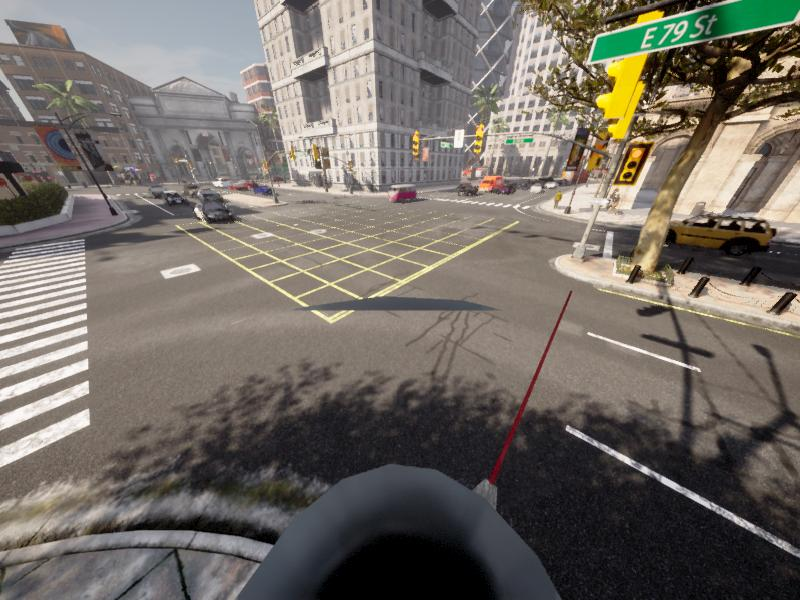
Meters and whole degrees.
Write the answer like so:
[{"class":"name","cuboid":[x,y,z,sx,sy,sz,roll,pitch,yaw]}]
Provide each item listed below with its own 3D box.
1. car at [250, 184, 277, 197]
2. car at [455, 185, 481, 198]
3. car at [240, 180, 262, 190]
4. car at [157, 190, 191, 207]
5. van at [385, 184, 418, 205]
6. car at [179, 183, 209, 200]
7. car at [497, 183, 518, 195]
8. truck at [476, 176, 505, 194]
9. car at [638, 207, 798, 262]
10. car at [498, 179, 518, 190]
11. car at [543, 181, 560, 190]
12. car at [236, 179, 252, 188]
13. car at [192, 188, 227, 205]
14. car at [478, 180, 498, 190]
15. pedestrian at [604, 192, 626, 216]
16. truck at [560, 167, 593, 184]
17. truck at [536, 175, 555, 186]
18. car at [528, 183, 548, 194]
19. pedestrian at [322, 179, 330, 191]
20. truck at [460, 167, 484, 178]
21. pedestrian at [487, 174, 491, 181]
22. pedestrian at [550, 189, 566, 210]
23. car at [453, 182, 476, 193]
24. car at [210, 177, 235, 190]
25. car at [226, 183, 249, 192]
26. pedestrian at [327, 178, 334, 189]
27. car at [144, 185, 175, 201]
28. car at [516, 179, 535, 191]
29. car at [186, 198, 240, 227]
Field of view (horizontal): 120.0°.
[{"class":"car","cuboid":[-21.848,-17.495,36.863,4.674,1.442,1.812,23,37,34]},{"class":"car","cuboid":[10.590,-16.812,35.635,1.837,1.490,4.892,22,36,33]},{"class":"car","cuboid":[-30.423,-23.484,47.143,5.008,1.535,1.882,23,37,35]},{"class":"car","cuboid":[-26.955,-12.141,27.558,3.806,1.475,1.970,23,37,34]},{"class":"van","cuboid":[0.272,-13.615,29.602,1.775,1.987,4.442,23,37,34]},{"class":"car","cuboid":[-29.994,-15.882,33.643,4.605,1.855,1.932,22,37,34]},{"class":"car","cuboid":[18.116,-18.625,38.791,1.816,1.474,4.193,23,37,34]},{"class":"truck","cuboid":[16.185,-20.624,41.264,2.627,2.467,5.204,23,37,34]},{"class":"car","cuboid":[16.640,-3.783,12.682,4.605,1.855,1.932,24,38,35]},{"class":"car","cuboid":[22.536,-24.047,48.015,1.930,1.638,5.238,23,37,34]},{"class":"car","cuboid":[31.225,-23.581,47.553,1.895,1.301,4.718,23,37,34]},{"class":"car","cuboid":[-35.451,-26.612,52.653,1.812,1.442,4.674,-11,32,-18]},{"class":"car","cuboid":[-24.565,-13.443,29.759,4.974,1.542,2.038,23,37,34]},{"class":"car","cuboid":[18.572,-24.306,48.712,2.033,1.411,5.357,23,37,34]},{"class":"pedestrian","cuboid":[19.246,-8.596,20.681,0.751,1.860,0.751,-23,37,-34]},{"class":"truck","cuboid":[48.290,-34.061,63.169,8.468,3.827,2.891,-16,33,-25]},{"class":"truck","cuboid":[35.861,-29.371,56.779,2.390,2.098,6.274,23,37,34]},{"class":"car","cuboid":[24.052,-19.458,40.176,1.845,1.501,3.633,23,37,34]},{"class":"pedestrian","cuboid":[-13.538,-21.019,42.198,0.751,1.860,0.751,21,36,32]},{"class":"truck","cuboid":[29.472,-52.142,94.486,8.468,3.827,2.891,15,33,25]},{"class":"pedestrian","cuboid":[27.811,-38.167,71.899,0.751,1.860,0.751,4,30,6]},{"class":"pedestrian","cuboid":[15.923,-10.106,23.297,0.751,1.860,0.751,13,32,21]},{"class":"car","cuboid":[11.707,-20.252,41.589,1.837,1.490,4.892,23,37,34]},{"class":"car","cuboid":[-36.515,-23.940,47.431,5.566,2.045,2.150,22,37,33]},{"class":"car","cuboid":[-30.291,-20.993,43.070,4.718,1.301,1.895,23,37,34]},{"class":"pedestrian","cuboid":[-13.744,-23.210,45.994,0.751,1.860,0.751,18,34,28]},{"class":"car","cuboid":[-34.156,-15.249,32.776,5.238,1.638,1.930,23,37,34]},{"class":"car","cuboid":[24.795,-22.756,45.526,1.905,1.878,3.866,23,37,34]},{"class":"car","cuboid":[-15.664,-7.403,19.298,4.974,1.542,2.038,23,37,34]}]
